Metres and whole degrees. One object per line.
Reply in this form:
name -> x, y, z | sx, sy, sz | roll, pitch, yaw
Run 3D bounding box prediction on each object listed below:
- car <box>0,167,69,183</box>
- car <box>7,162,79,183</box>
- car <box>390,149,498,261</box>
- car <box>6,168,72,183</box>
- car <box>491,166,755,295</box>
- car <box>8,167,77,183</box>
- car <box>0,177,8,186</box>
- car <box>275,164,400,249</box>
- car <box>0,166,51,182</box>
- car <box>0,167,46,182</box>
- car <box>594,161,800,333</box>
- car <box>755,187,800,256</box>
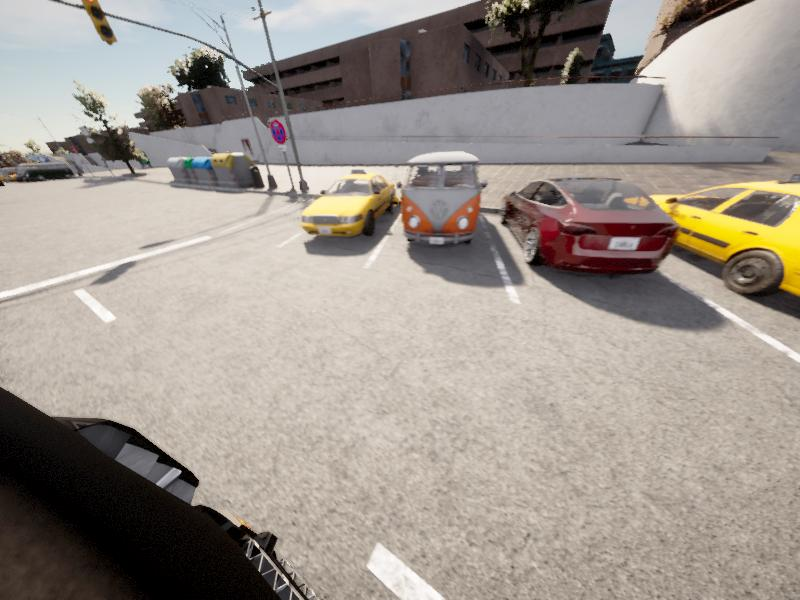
car -> -54.394, -18.689, 34.468 | 1.946, 1.575, 5.366 | 3, 33, 10
car -> -46.674, -16.850, 30.408 | 1.878, 1.987, 4.442 | 3, 33, 10
car -> 1.150, -2.960, 6.438 | 1.878, 1.987, 4.442 | 4, 34, 9
car -> -51.786, -18.066, 33.314 | 2.002, 1.452, 4.674 | 3, 33, 10
car -> 3.759, -2.080, 5.404 | 2.163, 1.488, 4.792 | 4, 34, 10
car -> -49.220, -17.376, 31.979 | 2.002, 1.452, 4.674 | 3, 33, 10
car -> -43.023, -12.528, 23.853 | 3.633, 1.501, 1.845 | 15, 38, 26
car -> -1.434, -3.484, 7.800 | 1.946, 1.575, 5.366 | 4, 34, 9
car -> -64.687, -21.664, 39.734 | 1.878, 1.987, 4.442 | 3, 33, 10
car -> -74.965, -24.505, 45.173 | 2.435, 2.045, 5.566 | 2, 33, 10
car -> 6.367, -1.446, 4.219 | 1.946, 1.575, 5.366 | 4, 34, 10
car -> 8.914, -0.589, 2.770 | 2.231, 1.521, 4.892 | 4, 34, 10
